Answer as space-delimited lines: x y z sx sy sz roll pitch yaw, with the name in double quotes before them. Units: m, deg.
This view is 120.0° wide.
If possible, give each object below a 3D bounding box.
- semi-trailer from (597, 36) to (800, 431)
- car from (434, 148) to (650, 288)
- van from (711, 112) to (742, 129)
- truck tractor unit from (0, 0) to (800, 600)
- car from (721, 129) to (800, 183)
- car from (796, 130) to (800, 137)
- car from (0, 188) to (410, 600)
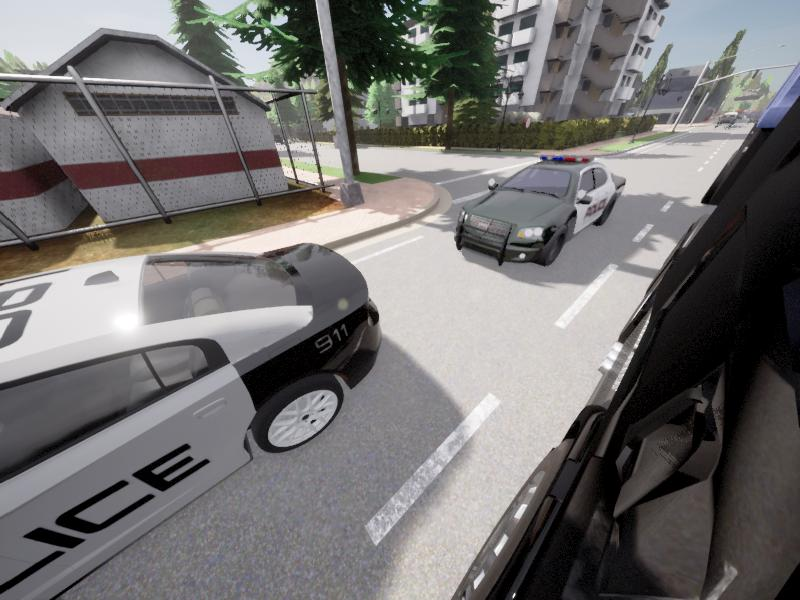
"semi-trailer" 8.729 -3.586 4.193 14.254 4.402 2.717 -28 43 -29
"car" 3.274 -2.280 5.204 4.974 1.542 2.038 -28 44 -30
"van" 54.342 -29.875 38.422 4.480 2.038 2.069 -28 44 -30
"truck tractor unit" 2.645 -0.295 0.351 6.516 4.208 3.053 -28 44 -30
"car" 15.514 -6.062 9.548 3.806 1.475 1.970 -28 43 -30
"car" 39.551 -16.269 21.560 5.366 1.575 1.801 -28 44 -30
"car" -2.545 0.793 1.375 5.238 1.638 1.930 -28 44 -30
